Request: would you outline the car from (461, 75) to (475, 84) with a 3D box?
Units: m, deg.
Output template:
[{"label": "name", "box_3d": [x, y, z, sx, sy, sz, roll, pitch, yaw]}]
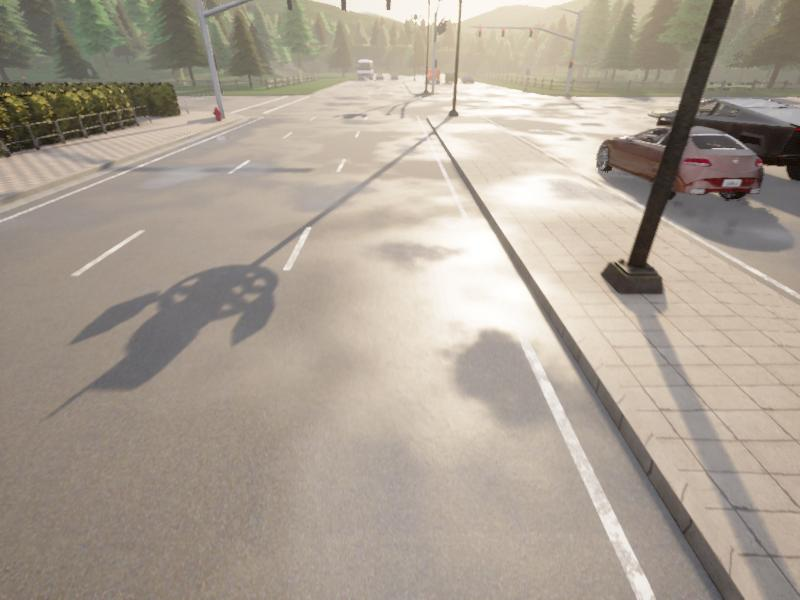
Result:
[{"label": "car", "box_3d": [13.600, -44.342, 80.320, 2.033, 1.411, 5.357, 0, 30, -1]}]

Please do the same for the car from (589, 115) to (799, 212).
[{"label": "car", "box_3d": [7.722, -4.120, 11.423, 2.152, 1.651, 5.027, 0, 30, -1]}]

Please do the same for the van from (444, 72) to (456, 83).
[{"label": "van", "box_3d": [10.090, -44.931, 80.750, 1.775, 1.987, 4.442, 0, 30, -1]}]

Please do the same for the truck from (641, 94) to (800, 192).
[{"label": "truck", "box_3d": [11.191, -5.504, 13.317, 2.390, 2.098, 6.274, 0, 30, -1]}]

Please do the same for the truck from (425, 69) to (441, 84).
[{"label": "truck", "box_3d": [6.598, -44.764, 79.985, 2.627, 2.467, 5.204, 0, 30, -1]}]
